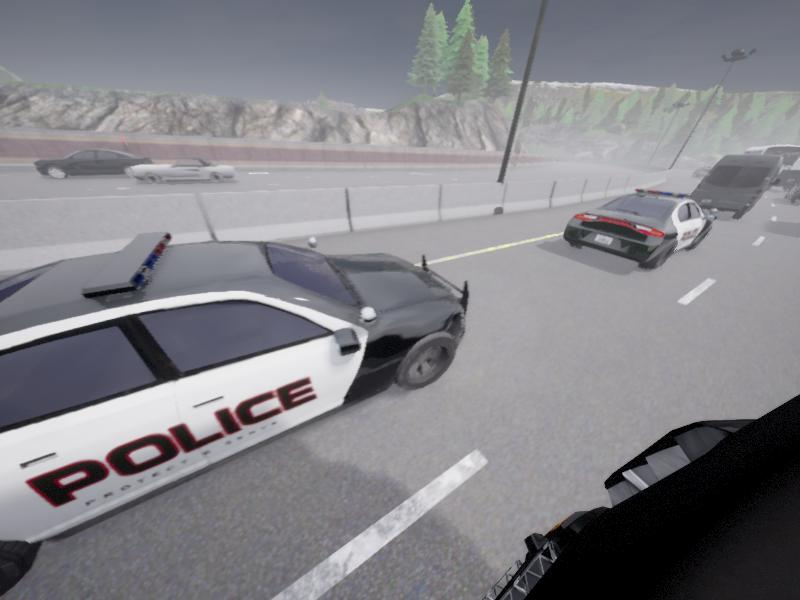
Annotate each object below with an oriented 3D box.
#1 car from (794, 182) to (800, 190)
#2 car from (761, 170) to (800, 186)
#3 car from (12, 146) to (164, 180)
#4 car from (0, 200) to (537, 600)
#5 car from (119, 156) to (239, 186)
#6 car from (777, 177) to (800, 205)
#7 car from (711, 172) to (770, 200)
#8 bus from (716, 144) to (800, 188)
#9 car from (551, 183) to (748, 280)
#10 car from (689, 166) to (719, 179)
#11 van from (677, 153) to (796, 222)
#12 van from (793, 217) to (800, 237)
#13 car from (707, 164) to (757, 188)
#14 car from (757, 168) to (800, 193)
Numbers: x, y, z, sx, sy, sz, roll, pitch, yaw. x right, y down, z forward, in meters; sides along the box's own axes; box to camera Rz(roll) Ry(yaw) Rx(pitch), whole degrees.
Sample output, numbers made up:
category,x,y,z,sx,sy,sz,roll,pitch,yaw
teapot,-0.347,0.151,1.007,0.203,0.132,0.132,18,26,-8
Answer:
category,x,y,z,sx,sy,sz,roll,pitch,yaw
car,44.879,-12.237,24.502,1.895,1.301,4.718,30,42,35
car,52.767,-16.836,31.833,2.007,1.525,4.514,27,40,32
car,-18.179,-8.301,14.000,5.008,1.535,1.882,-16,38,-26
car,-1.448,0.223,2.160,4.974,1.542,2.038,-16,38,-26
car,-12.432,-7.614,13.564,4.718,1.301,1.895,-16,37,-26
car,29.247,-7.627,16.221,4.902,1.511,2.128,-22,41,-33
car,27.038,-9.199,18.452,4.514,1.525,2.007,-22,41,-33
bus,48.305,-18.241,31.192,3.944,4.253,10.273,28,41,33
car,6.896,-2.192,6.402,4.974,1.542,2.038,-16,38,-26
car,49.736,-20.967,37.844,1.851,1.617,3.988,25,40,31
van,17.136,-5.852,11.759,5.915,2.561,1.988,-19,39,-29
van,17.429,-3.444,8.572,4.480,2.038,2.069,-19,39,-28
car,38.067,-14.434,26.695,5.566,2.045,2.150,-27,43,-37
car,38.922,-12.160,23.436,3.866,1.878,1.905,-26,43,-36
